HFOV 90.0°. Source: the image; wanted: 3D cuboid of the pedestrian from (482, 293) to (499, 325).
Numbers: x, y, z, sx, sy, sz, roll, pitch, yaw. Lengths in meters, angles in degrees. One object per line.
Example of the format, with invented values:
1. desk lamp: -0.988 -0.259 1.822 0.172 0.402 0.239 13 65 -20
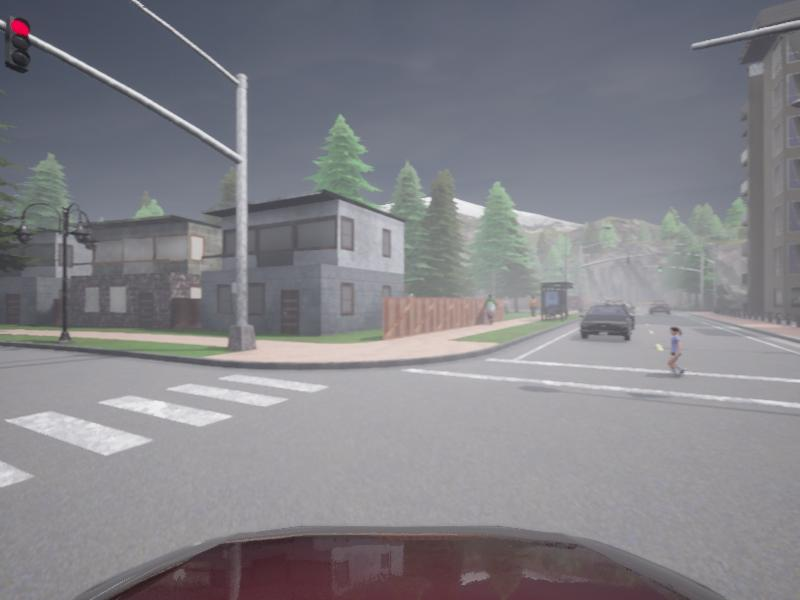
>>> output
1. pedestrian: 5.284 0.524 23.362 0.751 1.860 0.751 0 0 31

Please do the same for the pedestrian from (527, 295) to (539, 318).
1. pedestrian: 11.030 0.532 33.105 0.751 1.860 0.751 0 0 40

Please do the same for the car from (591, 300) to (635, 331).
1. car: 12.868 0.808 24.022 2.152 1.651 5.027 0 0 30

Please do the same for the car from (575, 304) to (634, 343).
1. car: 9.201 0.916 17.745 2.033 1.411 5.357 0 0 30

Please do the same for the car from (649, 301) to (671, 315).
1. car: 29.806 0.865 45.910 2.038 1.542 4.974 0 0 33

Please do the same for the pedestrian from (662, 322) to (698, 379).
1. pedestrian: 5.819 1.027 8.337 0.500 1.100 0.500 0 0 22
